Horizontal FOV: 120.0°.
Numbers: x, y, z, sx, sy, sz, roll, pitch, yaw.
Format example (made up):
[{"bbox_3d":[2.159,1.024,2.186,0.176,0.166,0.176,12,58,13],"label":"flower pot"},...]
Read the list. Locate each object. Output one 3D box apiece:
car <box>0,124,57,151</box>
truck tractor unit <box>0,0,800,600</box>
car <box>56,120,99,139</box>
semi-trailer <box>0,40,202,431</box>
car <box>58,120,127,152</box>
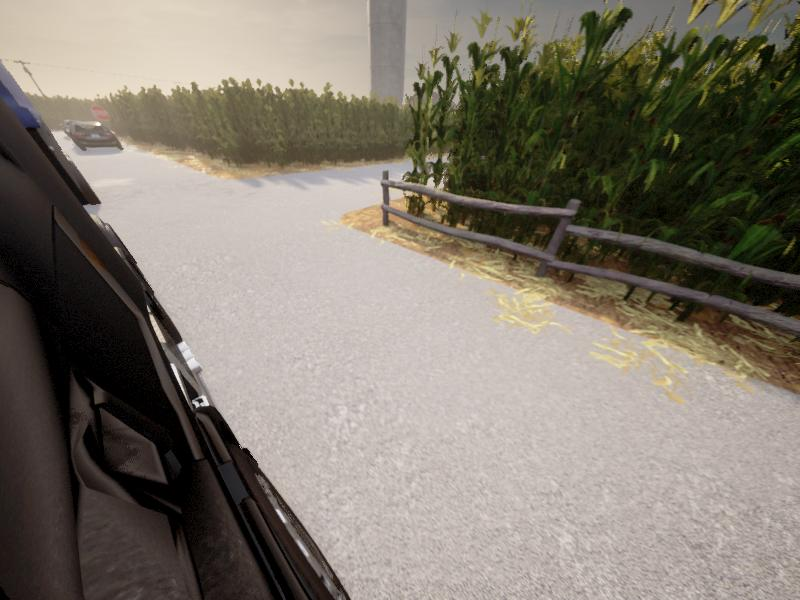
[{"bbox_3d":[-26.330,-11.507,16.286,4.718,1.301,1.895,28,43,29],"label":"car"},{"bbox_3d":[-2.645,-0.295,0.351,6.516,4.208,3.053,28,44,30],"label":"truck tractor unit"},{"bbox_3d":[-33.463,-17.703,23.965,3.806,1.475,1.970,28,44,30],"label":"car"},{"bbox_3d":[-8.721,-3.589,4.205,14.254,4.402,2.717,28,44,30],"label":"semi-trailer"},{"bbox_3d":[-23.028,-12.342,17.293,4.611,1.667,2.242,27,43,29],"label":"car"}]
